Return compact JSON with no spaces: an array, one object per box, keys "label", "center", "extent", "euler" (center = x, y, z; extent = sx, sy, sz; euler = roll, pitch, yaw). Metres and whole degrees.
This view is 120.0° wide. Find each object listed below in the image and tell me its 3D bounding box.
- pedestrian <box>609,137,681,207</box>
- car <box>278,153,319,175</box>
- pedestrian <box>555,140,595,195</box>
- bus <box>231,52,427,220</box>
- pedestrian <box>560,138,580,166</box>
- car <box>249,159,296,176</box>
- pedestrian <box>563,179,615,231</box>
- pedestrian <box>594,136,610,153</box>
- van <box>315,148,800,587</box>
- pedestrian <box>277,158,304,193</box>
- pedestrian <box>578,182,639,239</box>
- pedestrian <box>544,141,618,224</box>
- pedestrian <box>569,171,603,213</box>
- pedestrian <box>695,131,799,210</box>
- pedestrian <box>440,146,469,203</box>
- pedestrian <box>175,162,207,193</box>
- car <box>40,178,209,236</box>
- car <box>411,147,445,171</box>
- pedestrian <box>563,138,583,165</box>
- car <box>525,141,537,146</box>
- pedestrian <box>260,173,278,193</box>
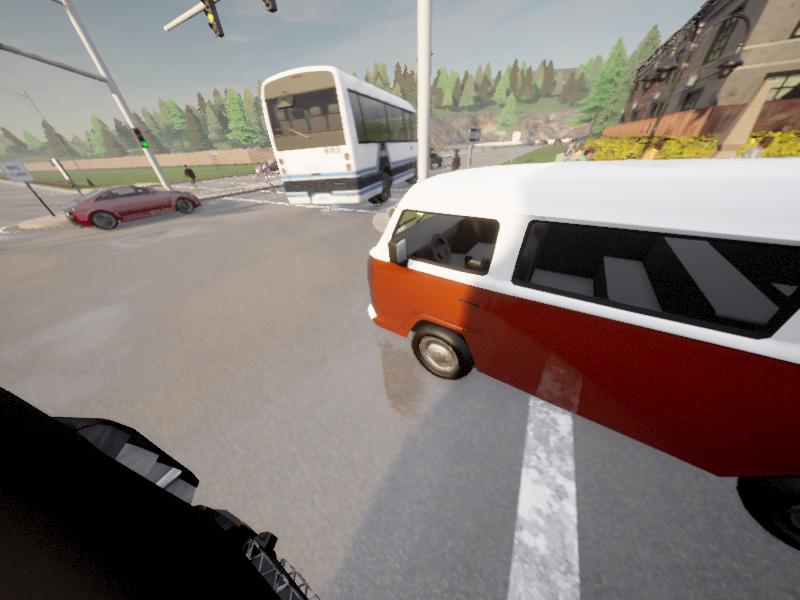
[{"label":"pedestrian","center":[7.628,-4.014,7.329],"extent":[0.751,1.860,0.751],"euler":[10,36,19]},{"label":"car","center":[-12.038,-16.328,27.674],"extent":[1.905,1.878,3.866],"euler":[16,38,26]},{"label":"pedestrian","center":[7.065,-5.359,9.388],"extent":[0.751,1.860,0.751],"euler":[19,40,30]},{"label":"bus","center":[-1.646,-7.674,11.745],"extent":[3.944,4.253,10.273],"euler":[6,35,17]},{"label":"pedestrian","center":[13.720,-11.955,18.712],"extent":[0.751,1.860,0.751],"euler":[16,38,26]},{"label":"car","center":[-15.590,-16.477,28.592],"extent":[1.812,1.442,4.674],"euler":[16,38,26]},{"label":"pedestrian","center":[4.715,-2.389,5.821],"extent":[0.500,1.100,0.500],"euler":[-5,34,-3]},{"label":"pedestrian","center":[26.599,-20.476,30.405],"extent":[0.751,1.860,0.751],"euler":[-9,34,-9]},{"label":"van","center":[1.806,-0.047,2.032],"extent":[4.480,2.038,2.069],"euler":[19,40,29]},{"label":"pedestrian","center":[-6.680,-7.637,14.206],"extent":[0.751,1.860,0.751],"euler":[3,34,9]},{"label":"pedestrian","center":[4.733,-2.047,5.307],"extent":[0.500,1.100,0.500],"euler":[-7,34,-6]},{"label":"pedestrian","center":[4.761,-3.122,6.230],"extent":[0.751,1.860,0.751],"euler":[-4,34,-1]},{"label":"pedestrian","center":[5.780,-3.372,7.205],"extent":[0.500,1.100,0.500],"euler":[20,40,31]},{"label":"pedestrian","center":[9.802,-3.697,6.674],"extent":[0.751,1.860,0.751],"euler":[17,39,27]},{"label":"pedestrian","center":[2.092,-4.859,8.994],"extent":[0.751,1.860,0.751],"euler":[16,38,26]},{"label":"pedestrian","center":[-15.018,-8.807,16.645],"extent":[0.751,1.860,0.751],"euler":[14,37,24]},{"label":"car","center":[-11.336,-4.213,9.953],"extent":[1.994,1.385,4.181],"euler":[15,38,25]},{"label":"car","center":[2.944,-14.618,23.878],"extent":[1.905,1.878,3.866],"euler":[16,38,26]},{"label":"pedestrian","center":[14.375,-12.336,19.229],"extent":[0.751,1.860,0.751],"euler":[15,38,26]},{"label":"car","center":[46.104,-55.110,81.295],"extent":[4.193,1.474,1.816],"euler":[-29,42,-33]},{"label":"pedestrian","center":[-8.457,-7.556,14.917],"extent":[0.500,1.100,0.500],"euler":[0,34,4]}]
